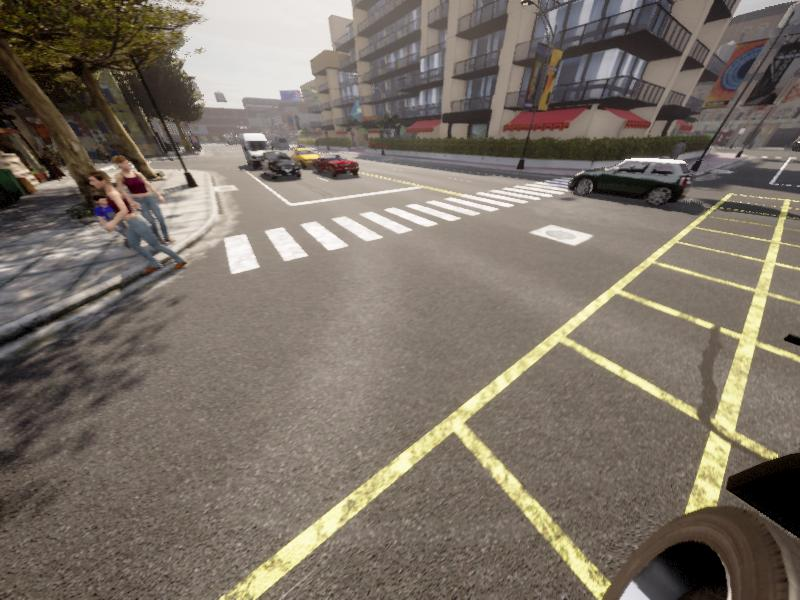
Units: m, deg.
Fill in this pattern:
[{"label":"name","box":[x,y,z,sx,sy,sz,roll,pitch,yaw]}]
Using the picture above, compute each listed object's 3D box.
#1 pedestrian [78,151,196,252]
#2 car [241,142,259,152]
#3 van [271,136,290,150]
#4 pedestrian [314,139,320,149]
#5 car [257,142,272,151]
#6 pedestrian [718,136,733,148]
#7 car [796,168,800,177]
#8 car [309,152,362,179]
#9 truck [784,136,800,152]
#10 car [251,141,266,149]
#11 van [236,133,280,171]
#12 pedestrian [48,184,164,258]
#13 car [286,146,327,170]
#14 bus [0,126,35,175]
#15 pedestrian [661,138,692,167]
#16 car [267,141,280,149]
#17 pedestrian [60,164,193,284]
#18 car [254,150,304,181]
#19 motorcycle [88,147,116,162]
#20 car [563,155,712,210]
[{"label":"pedestrian","box":[-5.579,-2.131,5.050,0.751,1.860,0.751,15,38,20]},{"label":"car","box":[-29.997,-30.529,46.088,2.128,1.511,4.902,-22,41,-28]},{"label":"van","box":[-27.142,-35.638,52.399,1.988,2.561,5.915,-22,41,-28]},{"label":"pedestrian","box":[-18.276,-34.385,50.834,0.751,1.860,0.751,-15,38,-19]},{"label":"car","box":[-30.175,-34.176,51.266,1.837,1.490,4.892,-22,40,-28]},{"label":"pedestrian","box":[61.515,-29.831,43.666,0.751,1.860,0.751,-23,41,-28]},{"label":"car","box":[28.848,-9.130,15.359,5.357,1.411,2.033,-22,41,-28]},{"label":"car","box":[-4.792,-9.914,16.858,1.895,1.301,4.718,-22,41,-28]},{"label":"truck","box":[62.733,-22.736,33.704,2.390,2.098,6.274,-7,36,-9]},{"label":"car","box":[-34.559,-37.783,56.331,2.038,1.542,4.974,-22,41,-28]},{"label":"van","box":[-13.126,-13.697,21.213,1.988,2.561,5.915,-22,41,-28]},{"label":"pedestrian","box":[-6.076,-1.677,4.897,0.751,1.300,0.751,6,36,9]},{"label":"car","box":[-8.768,-13.266,21.393,1.801,1.575,5.366,-22,41,-28]},{"label":"bus","box":[-35.998,-10.839,15.887,10.273,4.253,3.944,-22,41,-28]},{"label":"pedestrian","box":[22.121,-11.808,18.502,0.751,1.860,0.751,-22,41,-28]},{"label":"car","box":[-31.882,-39.064,58.212,1.816,1.474,4.193,-22,41,-28]},{"label":"pedestrian","box":[-4.849,-1.374,4.232,0.751,1.860,0.751,25,42,31]},{"label":"car","box":[-8.560,-9.557,16.215,1.837,1.490,4.892,-22,41,-28]},{"label":"motorcycle","box":[-34.815,-17.004,26.953,2.356,1.277,0.764,15,48,20]},{"label":"car","box":[9.732,-5.168,9.850,1.970,1.475,3.806,-22,41,-28]}]
